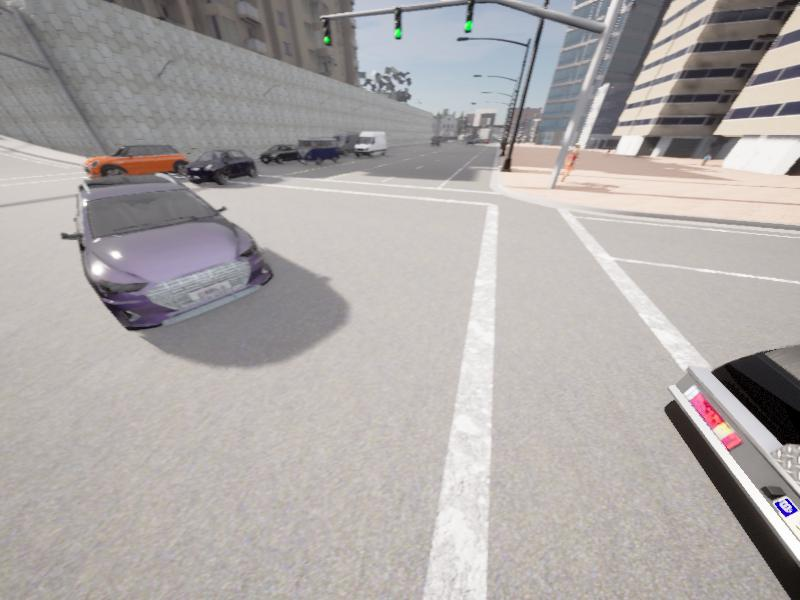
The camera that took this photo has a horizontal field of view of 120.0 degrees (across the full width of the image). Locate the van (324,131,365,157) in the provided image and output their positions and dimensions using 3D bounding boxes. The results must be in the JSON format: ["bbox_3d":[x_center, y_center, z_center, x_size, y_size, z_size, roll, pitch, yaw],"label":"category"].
[{"bbox_3d":[-6.786,-19.850,29.322,1.988,2.561,5.915,12,37,15],"label":"van"}]

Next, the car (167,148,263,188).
[{"bbox_3d":[-9.729,-7.309,12.612,1.845,1.501,3.633,5,36,6],"label":"car"}]

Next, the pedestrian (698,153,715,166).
[{"bbox_3d":[31.615,-14.445,23.817,0.500,1.100,0.500,-17,39,-23],"label":"pedestrian"}]

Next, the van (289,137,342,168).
[{"bbox_3d":[-7.129,-12.966,20.171,1.775,1.987,4.442,12,37,15],"label":"van"}]

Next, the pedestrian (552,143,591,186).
[{"bbox_3d":[8.856,-7.031,12.002,0.751,1.860,0.751,0,36,-1],"label":"pedestrian"}]

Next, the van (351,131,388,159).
[{"bbox_3d":[-3.546,-19.050,28.263,1.988,2.561,5.915,12,37,15],"label":"van"}]

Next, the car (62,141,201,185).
[{"bbox_3d":[-14.931,-7.988,13.238,2.097,1.767,4.553,22,41,27],"label":"car"}]

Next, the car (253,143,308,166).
[{"bbox_3d":[-10.604,-13.182,20.850,1.816,1.474,4.193,12,37,15],"label":"car"}]

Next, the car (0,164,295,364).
[{"bbox_3d":[-4.335,-1.271,4.193,4.856,1.649,2.033,27,43,32],"label":"car"}]
